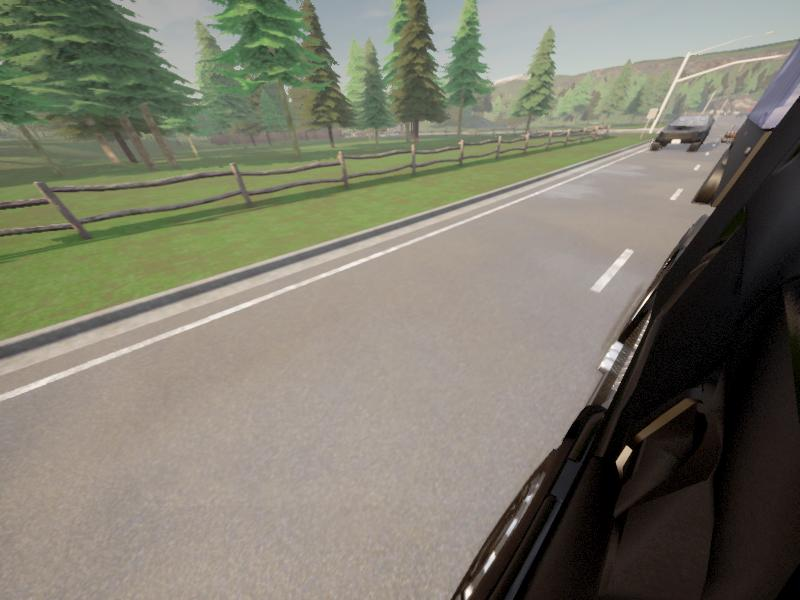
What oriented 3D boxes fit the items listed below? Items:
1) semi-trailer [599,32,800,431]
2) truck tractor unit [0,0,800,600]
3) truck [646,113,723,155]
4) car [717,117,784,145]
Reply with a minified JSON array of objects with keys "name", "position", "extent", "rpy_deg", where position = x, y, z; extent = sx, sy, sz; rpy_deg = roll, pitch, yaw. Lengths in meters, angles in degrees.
[{"name":"semi-trailer","position":[8.642,-3.644,4.281],"extent":[14.254,4.402,2.717],"rpy_deg":[-29,44,-30]},{"name":"truck tractor unit","position":[2.645,-0.295,0.351],"extent":[6.516,4.208,3.053],"rpy_deg":[-28,44,-30]},{"name":"truck","position":[20.934,-12.261,16.959],"extent":[6.274,2.098,2.390],"rpy_deg":[-29,44,-31]},{"name":"car","position":[29.534,-14.260,19.469],"extent":[5.027,1.651,2.152],"rpy_deg":[-25,42,-26]}]
